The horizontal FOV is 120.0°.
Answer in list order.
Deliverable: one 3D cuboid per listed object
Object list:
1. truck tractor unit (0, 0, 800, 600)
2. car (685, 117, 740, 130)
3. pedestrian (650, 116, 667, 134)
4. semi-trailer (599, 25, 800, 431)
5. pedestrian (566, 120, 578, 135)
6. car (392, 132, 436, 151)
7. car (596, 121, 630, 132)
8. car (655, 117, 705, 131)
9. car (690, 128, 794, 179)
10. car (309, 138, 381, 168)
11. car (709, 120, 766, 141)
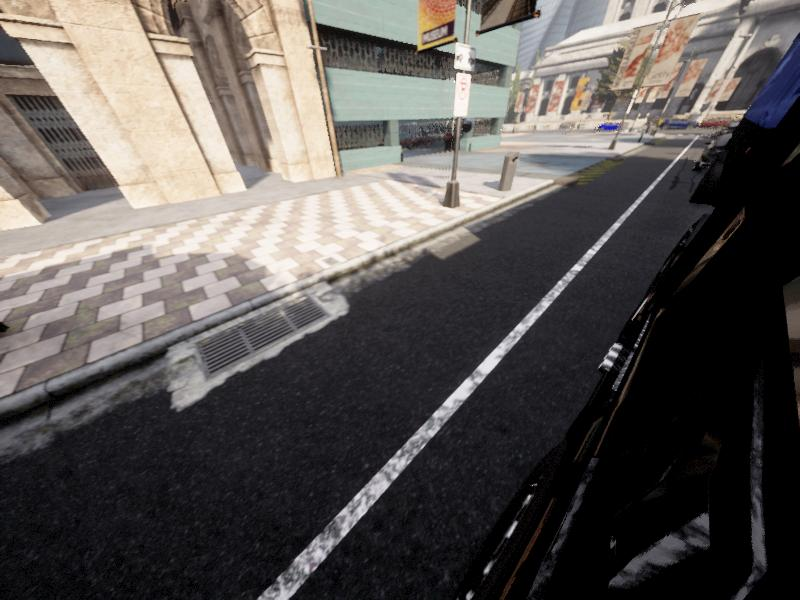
[{"bbox_3d":[2.645,-0.295,0.351,6.516,4.208,3.053,-28,44,-30],"label":"truck tractor unit"},{"bbox_3d":[50.051,-28.391,37.154,2.163,1.488,4.792,-18,39,-20],"label":"car"},{"bbox_3d":[34.247,-23.181,30.594,0.751,1.860,0.751,-31,45,-33],"label":"pedestrian"},{"bbox_3d":[8.615,-3.662,4.306,14.254,4.402,2.717,-29,44,-31],"label":"semi-trailer"},{"bbox_3d":[27.318,-27.421,36.710,0.751,1.860,0.751,-23,41,-25],"label":"pedestrian"},{"bbox_3d":[1.651,-18.102,26.289,4.902,1.511,2.128,-31,45,-32],"label":"car"},{"bbox_3d":[39.857,-32.447,43.239,1.816,1.474,4.193,-30,45,-32],"label":"car"},{"bbox_3d":[45.775,-28.837,37.903,2.033,1.649,4.856,-30,45,-32],"label":"car"},{"bbox_3d":[15.219,-6.799,10.517,4.892,1.490,1.837,-31,45,-32],"label":"car"},{"bbox_3d":[-4.025,-11.360,17.707,4.786,1.482,2.161,-31,45,-32],"label":"car"},{"bbox_3d":[32.484,-16.511,22.432,1.812,1.442,4.674,22,43,29],"label":"car"}]
